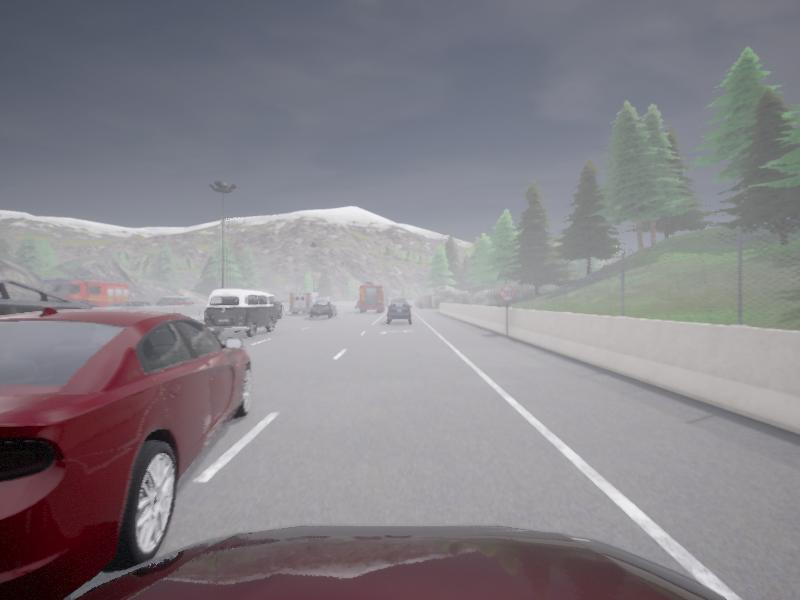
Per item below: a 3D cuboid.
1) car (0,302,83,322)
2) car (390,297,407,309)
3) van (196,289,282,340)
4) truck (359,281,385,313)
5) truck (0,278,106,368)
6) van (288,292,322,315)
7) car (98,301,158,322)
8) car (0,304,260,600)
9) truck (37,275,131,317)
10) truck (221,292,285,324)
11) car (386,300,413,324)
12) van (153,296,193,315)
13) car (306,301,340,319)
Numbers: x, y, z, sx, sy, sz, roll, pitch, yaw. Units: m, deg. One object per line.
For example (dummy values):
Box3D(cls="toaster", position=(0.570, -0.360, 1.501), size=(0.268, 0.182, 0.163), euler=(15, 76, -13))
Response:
Box3D(cls="car", position=(-28.001, 0.876, 31.399), size=(2.033, 1.411, 5.357), euler=(0, 0, 0))
Box3D(cls="car", position=(-0.287, 0.528, 69.331), size=(2.150, 2.045, 5.566), euler=(-1, 0, -9))
Box3D(cls="van", position=(-7.000, 0.561, 18.028), size=(2.069, 2.038, 4.480), euler=(0, 0, 0))
Box3D(cls="truck", position=(-3.494, -0.351, 51.981), size=(2.891, 3.827, 8.468), euler=(0, 0, 0))
Box3D(cls="truck", position=(-10.500, 0.537, 9.521), size=(2.390, 2.098, 6.274), euler=(0, 0, 0))
Box3D(cls="van", position=(-10.497, 0.352, 44.874), size=(2.351, 2.431, 6.366), euler=(0, 0, 0))
Box3D(cls="car", position=(-20.998, 0.836, 31.109), size=(1.816, 1.474, 4.193), euler=(0, 0, 0))
Box3D(cls="car", position=(-2.682, 0.821, 3.698), size=(1.882, 1.535, 5.008), euler=(0, 0, -11))
Box3D(cls="truck", position=(-31.505, -0.344, 40.513), size=(2.891, 3.827, 8.468), euler=(0, 0, 0))
Box3D(cls="truck", position=(-10.499, 0.524, 29.262), size=(2.390, 2.098, 6.274), euler=(0, 0, 0))
Box3D(cls="car", position=(-0.037, 0.798, 27.969), size=(1.789, 1.549, 3.705), euler=(0, 0, 0))
Box3D(cls="van", position=(-24.499, 0.575, 43.389), size=(1.775, 1.987, 4.442), euler=(0, 0, 0))
Box3D(cls="car", position=(-6.656, 0.816, 35.128), size=(2.128, 1.511, 4.902), euler=(0, 0, -2))
